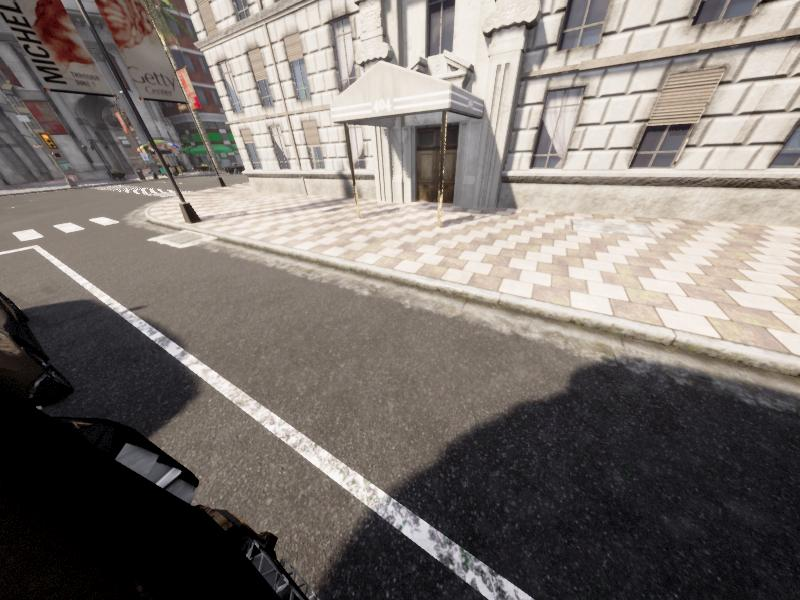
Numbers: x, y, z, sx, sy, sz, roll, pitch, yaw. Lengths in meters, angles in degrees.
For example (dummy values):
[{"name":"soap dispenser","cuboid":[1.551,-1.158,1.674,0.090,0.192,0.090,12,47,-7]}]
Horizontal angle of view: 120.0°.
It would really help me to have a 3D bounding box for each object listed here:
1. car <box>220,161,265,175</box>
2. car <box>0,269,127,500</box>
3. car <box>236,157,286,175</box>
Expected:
[{"name":"car","cuboid":[-21.805,-18.457,32.252,1.895,1.301,4.718,16,38,27]},{"name":"car","cuboid":[-5.464,0.514,2.228,4.902,1.511,2.128,15,38,25]},{"name":"car","cuboid":[-18.479,-18.039,31.054,1.930,1.638,5.238,16,38,26]}]
